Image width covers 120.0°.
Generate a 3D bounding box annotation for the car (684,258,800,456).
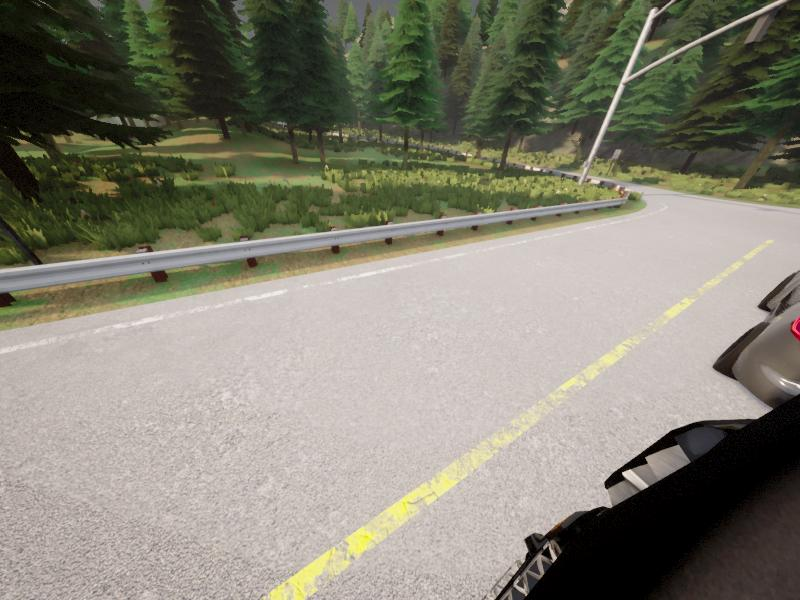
[{"bbox_3d":[5.833,0.330,2.380,4.611,1.667,2.242,-16,38,-26],"label":"car"}]
